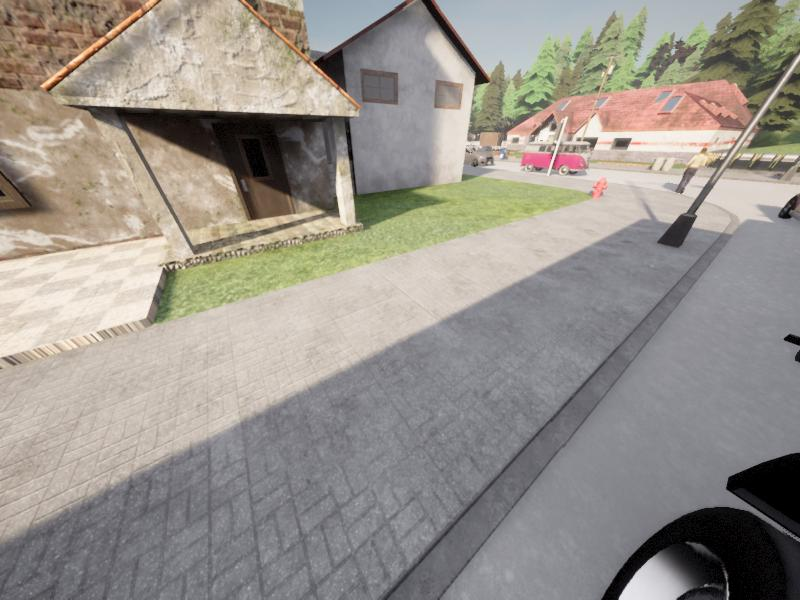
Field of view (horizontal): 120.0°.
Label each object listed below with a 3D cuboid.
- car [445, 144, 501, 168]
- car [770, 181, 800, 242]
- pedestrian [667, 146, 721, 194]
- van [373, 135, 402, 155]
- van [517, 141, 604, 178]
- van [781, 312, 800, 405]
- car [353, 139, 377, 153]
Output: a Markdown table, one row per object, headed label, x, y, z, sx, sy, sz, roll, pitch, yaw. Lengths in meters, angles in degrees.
| label | x | y | z | sx | sy | sz | roll | pitch | yaw |
| --- | --- | --- | --- | --- | --- | --- | --- | --- | --- |
| car | 6.790 | -13.840 | 22.056 | 2.242 | 1.667 | 4.611 | -22 | 41 | -27 |
| car | 12.318 | -2.538 | 6.086 | 3.705 | 1.549 | 1.789 | -30 | 45 | -35 |
| pedestrian | 13.569 | -6.032 | 10.729 | 0.751 | 1.860 | 0.751 | -29 | 44 | -34 |
| van | -2.132 | -25.735 | 38.257 | 1.988 | 2.561 | 5.915 | -22 | 41 | -27 |
| van | 11.253 | -10.224 | 16.628 | 1.775 | 1.987 | 4.442 | -22 | 40 | -27 |
| van | 7.072 | -0.468 | 2.340 | 5.915 | 2.561 | 1.988 | -20 | 40 | -26 |
| car | -6.693 | -29.341 | 43.834 | 2.150 | 2.045 | 5.566 | -22 | 40 | -27 |
